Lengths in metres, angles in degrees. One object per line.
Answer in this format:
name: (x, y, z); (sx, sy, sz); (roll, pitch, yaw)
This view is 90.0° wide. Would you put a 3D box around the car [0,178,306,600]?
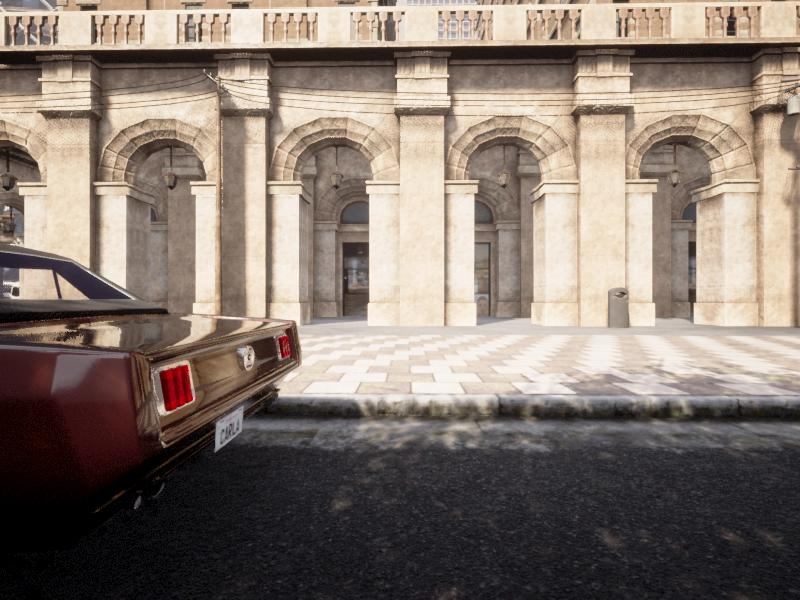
car: (-3.058, 0.338, 2.008); (4.718, 1.301, 1.895); (0, 0, 1)
